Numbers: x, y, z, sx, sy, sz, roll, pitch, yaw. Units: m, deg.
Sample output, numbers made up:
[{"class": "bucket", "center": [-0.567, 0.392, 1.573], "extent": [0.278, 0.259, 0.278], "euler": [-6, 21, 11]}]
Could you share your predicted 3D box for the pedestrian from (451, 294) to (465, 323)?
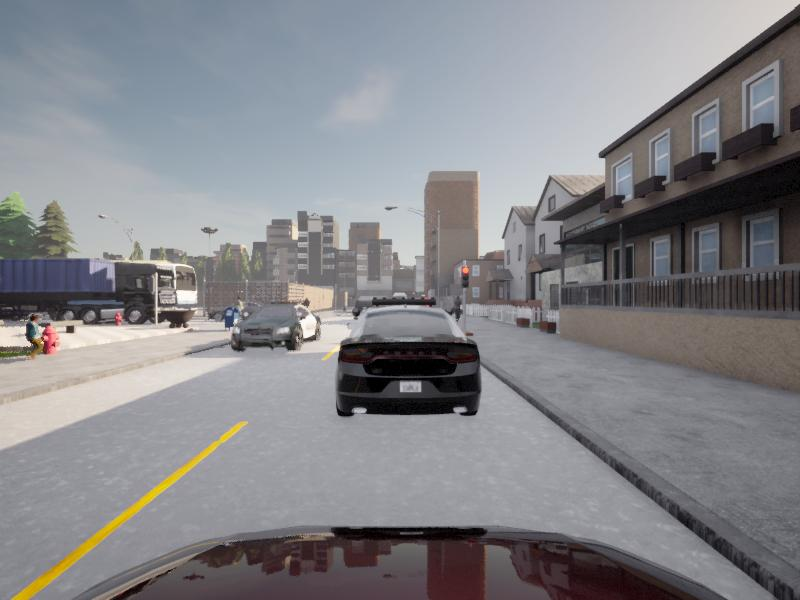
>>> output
[{"class": "pedestrian", "center": [3.775, 0.533, 26.083], "extent": [0.751, 1.860, 0.751], "euler": [0, 0, 0]}]

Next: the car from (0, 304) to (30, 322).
[{"class": "car", "center": [-30.838, 0.944, 29.883], "extent": [4.718, 1.301, 1.895], "euler": [0, 0, 1]}]

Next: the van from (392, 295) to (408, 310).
[{"class": "van", "center": [-0.048, 0.378, 65.604], "extent": [2.351, 2.431, 6.366], "euler": [0, 0, -1]}]

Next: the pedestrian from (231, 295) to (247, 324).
[{"class": "pedestrian", "center": [-10.620, 0.637, 26.339], "extent": [0.751, 1.860, 0.751], "euler": [0, 0, -44]}]

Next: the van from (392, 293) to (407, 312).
[{"class": "van", "center": [-0.076, 0.322, 57.479], "extent": [1.988, 2.561, 5.915], "euler": [0, 0, -1]}]

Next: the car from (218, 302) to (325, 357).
[{"class": "car", "center": [-4.053, 0.829, 13.651], "extent": [2.038, 1.542, 4.974], "euler": [0, 0, 0]}]

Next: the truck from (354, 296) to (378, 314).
[{"class": "truck", "center": [-4.111, 0.542, 49.207], "extent": [2.390, 2.098, 6.274], "euler": [0, 0, 0]}]

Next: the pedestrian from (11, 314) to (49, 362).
[{"class": "pedestrian", "center": [-8.926, 0.905, 9.668], "extent": [0.500, 1.100, 0.500], "euler": [0, 0, 20]}]

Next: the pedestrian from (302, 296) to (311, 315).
[{"class": "pedestrian", "center": [-9.376, 0.534, 40.137], "extent": [0.751, 1.860, 0.751], "euler": [0, 0, 0]}]

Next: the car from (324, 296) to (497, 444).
[{"class": "car", "center": [0.062, 0.771, 7.066], "extent": [1.930, 1.638, 5.238], "euler": [0, 0, -1]}]

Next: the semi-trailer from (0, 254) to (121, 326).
[{"class": "semi-trailer", "center": [-26.210, -0.617, 25.915], "extent": [14.254, 4.402, 2.717], "euler": [0, 0, -1]}]

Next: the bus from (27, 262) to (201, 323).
[{"class": "bus", "center": [-20.892, -0.534, 29.798], "extent": [10.273, 4.253, 3.944], "euler": [0, 0, 1]}]

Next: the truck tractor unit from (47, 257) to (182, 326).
[{"class": "truck tractor unit", "center": [-18.298, -0.514, 26.008], "extent": [6.516, 4.208, 3.053], "euler": [0, 0, -1]}]

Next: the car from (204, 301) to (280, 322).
[{"class": "car", "center": [-11.787, 0.836, 30.087], "extent": [4.902, 1.511, 2.128], "euler": [0, 0, -4]}]
